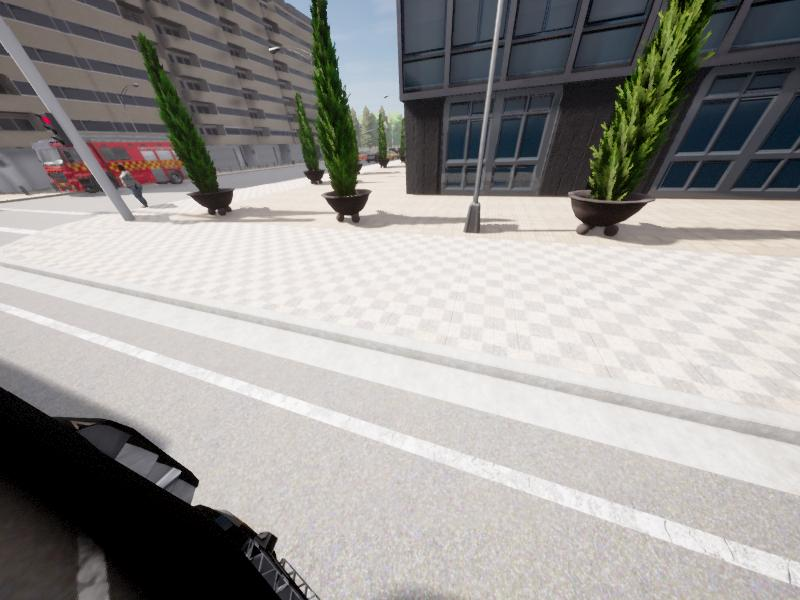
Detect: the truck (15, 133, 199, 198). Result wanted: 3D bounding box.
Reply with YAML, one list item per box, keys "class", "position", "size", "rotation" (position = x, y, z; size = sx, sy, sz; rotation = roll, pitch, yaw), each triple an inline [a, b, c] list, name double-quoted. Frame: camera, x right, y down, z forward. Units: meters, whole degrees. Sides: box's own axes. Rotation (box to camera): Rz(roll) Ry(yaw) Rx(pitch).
- class: "truck"
  position: [-23.215, -11.543, 19.540]
  size: [2.891, 3.827, 8.468]
  rotation: [9, 35, 17]

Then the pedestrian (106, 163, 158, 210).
- class: "pedestrian"
  position: [-12.472, -5.316, 10.801]
  size: [0.751, 1.860, 0.751]
  rotation: [22, 41, 32]

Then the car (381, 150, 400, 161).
- class: "car"
  position: [-1.710, -28.029, 44.690]
  size: [1.801, 1.575, 5.366]
  rotation: [9, 35, 17]

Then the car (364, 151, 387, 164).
- class: "car"
  position: [-4.033, -24.202, 39.166]
  size: [2.007, 1.525, 4.514]
  rotation: [9, 35, 17]

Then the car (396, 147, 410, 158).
- class: "car"
  position: [0.757, -32.199, 50.488]
  size: [1.905, 1.878, 3.866]
  rotation: [9, 35, 17]

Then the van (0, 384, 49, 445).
- class: "van"
  position: [-6.109, 0.534, 1.817]
  size: [4.442, 1.987, 1.775]
  rotation: [9, 35, 17]
